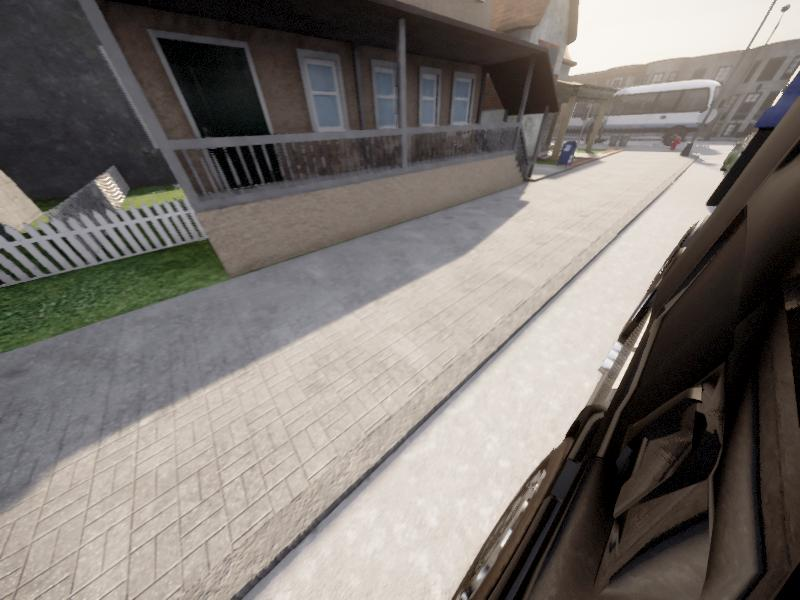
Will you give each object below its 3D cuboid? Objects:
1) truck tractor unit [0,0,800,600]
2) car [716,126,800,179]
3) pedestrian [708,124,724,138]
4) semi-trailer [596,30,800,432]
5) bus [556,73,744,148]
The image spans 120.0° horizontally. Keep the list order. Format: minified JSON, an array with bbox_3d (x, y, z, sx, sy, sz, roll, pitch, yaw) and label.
[{"bbox_3d":[2.645,-0.295,0.351,6.516,4.208,3.053,-28,44,-30],"label":"truck tractor unit"},{"bbox_3d":[16.363,-6.725,10.335,4.514,1.525,2.007,-29,44,-31],"label":"car"},{"bbox_3d":[31.120,-16.607,22.753,0.500,1.100,0.500,-30,45,-32],"label":"pedestrian"},{"bbox_3d":[8.791,-3.539,4.138,14.254,4.402,2.717,-27,43,-29],"label":"semi-trailer"},{"bbox_3d":[21.357,-16.681,21.022,3.944,4.253,10.273,-29,44,-30],"label":"bus"}]
